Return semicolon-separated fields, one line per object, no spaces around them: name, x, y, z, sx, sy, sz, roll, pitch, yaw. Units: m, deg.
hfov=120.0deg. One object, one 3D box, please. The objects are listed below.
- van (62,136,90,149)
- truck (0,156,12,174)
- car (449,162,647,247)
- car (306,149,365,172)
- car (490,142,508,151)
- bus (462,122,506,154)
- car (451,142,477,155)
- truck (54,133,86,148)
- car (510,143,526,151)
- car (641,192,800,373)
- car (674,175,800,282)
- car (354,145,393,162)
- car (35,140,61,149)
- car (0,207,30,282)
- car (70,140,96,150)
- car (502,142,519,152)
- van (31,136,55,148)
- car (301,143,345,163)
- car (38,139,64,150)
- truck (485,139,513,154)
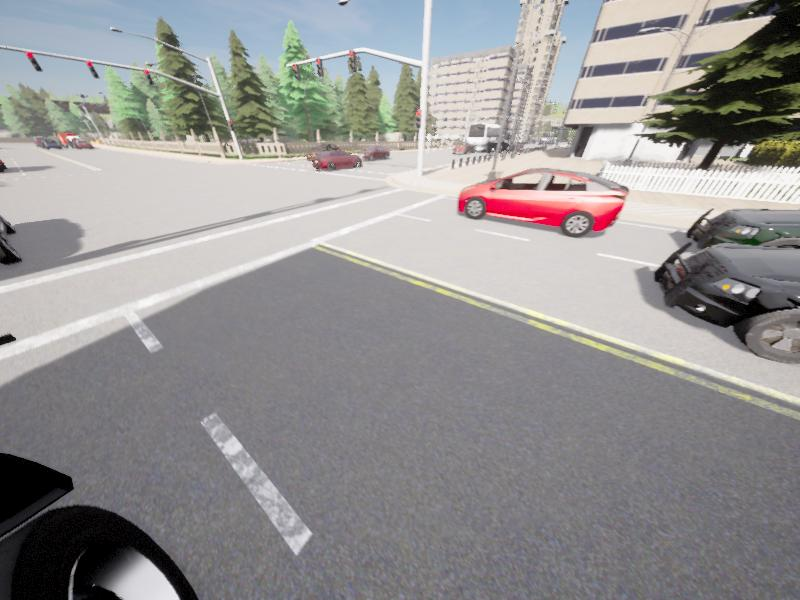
van;-64.342;-31.296;45.894;4.480;2.038;2.069;22;41;28
truck;-30.388;-10.251;16.009;5.204;2.467;2.627;22;41;28
car;4.137;-3.227;7.192;4.514;1.525;2.007;23;41;29
car;-5.230;-11.682;19.223;1.994;1.385;4.181;26;42;31
car;21.655;-33.567;50.362;2.128;1.511;4.902;22;41;28
bus;15.684;-29.914;42.754;3.944;4.253;10.273;22;41;28
car;10.364;-24.374;37.133;2.152;1.651;5.027;22;40;28
truck;-70.027;-33.790;49.003;5.204;2.467;2.627;22;41;28
car;25.442;-33.094;49.848;1.994;1.385;4.181;22;41;28
car;6.333;0.172;2.391;4.974;1.542;2.038;22;41;28
car;9.211;-1.117;4.245;4.974;1.542;2.038;22;41;28
car;-2.923;-16.929;26.616;1.812;1.442;4.674;22;41;28
car;-69.234;-30.563;45.371;5.357;1.411;2.033;22;41;28
car;-9.972;-1.592;4.645;5.238;1.638;1.930;22;41;28
car;-59.222;-28.979;43.146;3.806;1.475;1.970;22;41;27
car;21.756;-30.119;45.507;1.816;1.474;4.193;22;41;28
van;-75.055;-33.176;48.506;4.442;1.987;1.775;22;41;28
car;-8.322;-16.153;25.326;1.851;1.617;3.988;24;41;29
car;-63.694;-28.393;42.162;3.988;1.617;1.851;22;41;28
truck;17.349;-26.835;40.272;2.390;2.098;6.274;23;41;29
